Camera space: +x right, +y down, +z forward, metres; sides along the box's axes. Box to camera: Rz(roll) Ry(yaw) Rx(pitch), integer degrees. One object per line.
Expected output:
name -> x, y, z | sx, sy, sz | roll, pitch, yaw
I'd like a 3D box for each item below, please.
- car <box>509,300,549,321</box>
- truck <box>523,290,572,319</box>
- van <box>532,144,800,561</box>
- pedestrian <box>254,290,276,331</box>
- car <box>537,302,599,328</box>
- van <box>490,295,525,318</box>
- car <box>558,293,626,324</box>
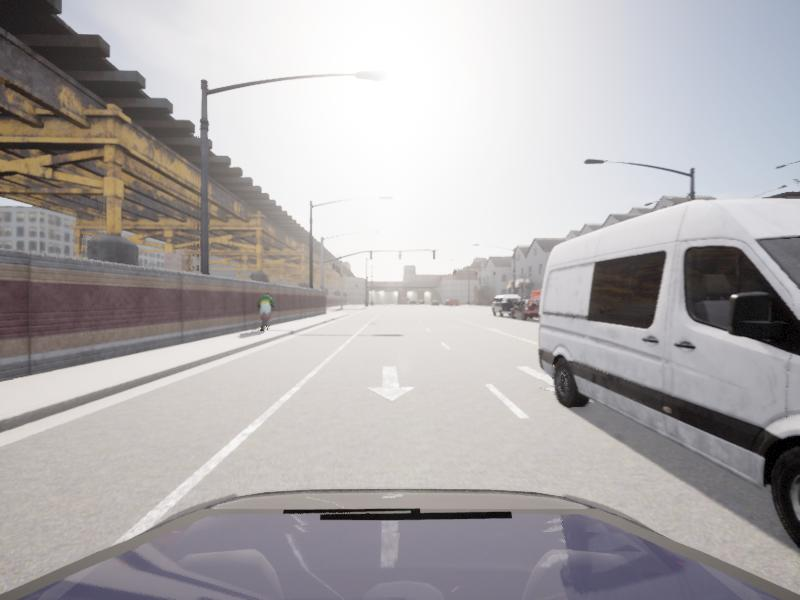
car -> 10.077, 0.774, 31.527 | 1.851, 1.617, 3.988 | 0, 0, -1
truck -> 13.387, 0.340, 36.656 | 2.627, 2.467, 5.204 | 0, 0, 1
van -> 3.428, 0.320, 4.290 | 1.988, 2.561, 5.915 | 0, 0, -1
pedestrian -> -6.151, 0.477, 18.275 | 0.751, 1.860, 0.751 | 0, 0, 3
car -> 10.156, 0.858, 24.666 | 1.812, 1.442, 4.674 | 0, 0, -1
van -> 9.996, 0.554, 37.667 | 2.069, 2.038, 4.480 | 0, 0, -1
car -> 13.590, 0.555, 28.793 | 2.150, 2.045, 5.566 | 0, 0, -1
